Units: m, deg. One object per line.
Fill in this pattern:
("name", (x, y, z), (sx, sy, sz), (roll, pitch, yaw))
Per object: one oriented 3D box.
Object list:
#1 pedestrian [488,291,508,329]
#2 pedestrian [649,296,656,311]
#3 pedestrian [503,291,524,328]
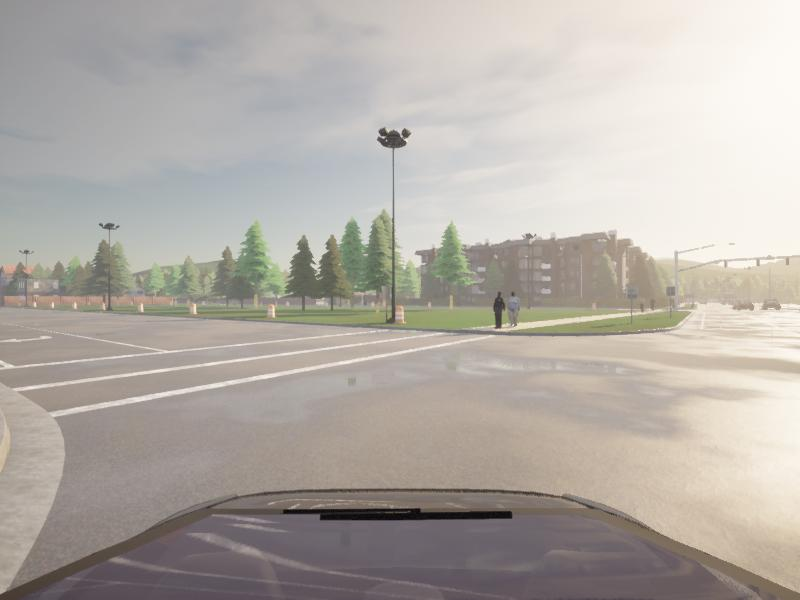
("pedestrian", (4.882, 0.485, 19.837), (0.751, 1.860, 0.751), (0, 0, 34))
("pedestrian", (32.111, 0.485, 50.885), (0.751, 1.860, 0.751), (0, 0, 40))
("pedestrian", (5.849, 0.485, 20.590), (0.751, 1.860, 0.751), (0, 0, 44))
